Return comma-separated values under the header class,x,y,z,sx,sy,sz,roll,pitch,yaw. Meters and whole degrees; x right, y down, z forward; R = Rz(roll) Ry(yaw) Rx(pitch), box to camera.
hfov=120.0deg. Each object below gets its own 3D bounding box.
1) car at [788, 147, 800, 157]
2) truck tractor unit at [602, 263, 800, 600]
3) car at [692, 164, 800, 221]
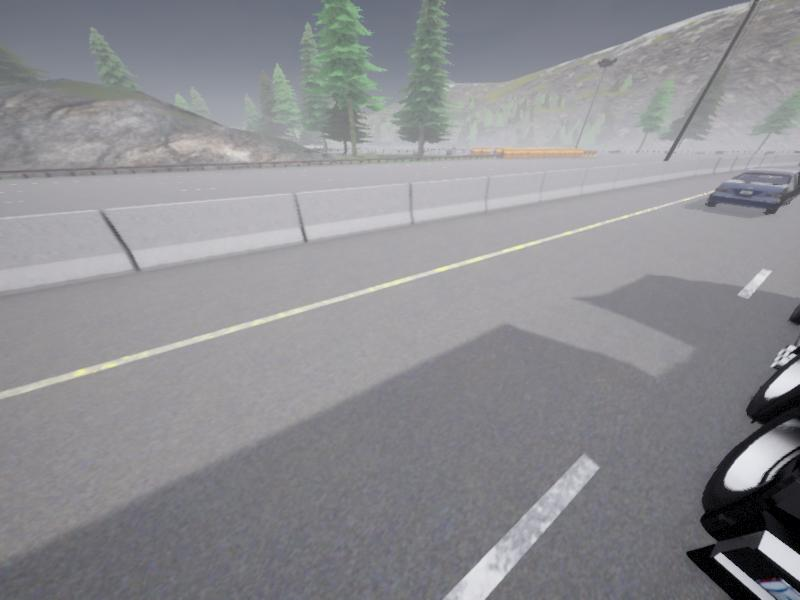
class,x,y,z,sx,sy,sz,roll,pitch,yaw
car,75.739,-27.317,42.620,5.008,1.535,1.882,-4,35,-6
truck tractor unit,5.111,-0.300,0.791,6.516,4.208,3.053,-18,39,-24
car,15.023,-4.661,9.626,5.357,1.411,2.033,-18,39,-24
